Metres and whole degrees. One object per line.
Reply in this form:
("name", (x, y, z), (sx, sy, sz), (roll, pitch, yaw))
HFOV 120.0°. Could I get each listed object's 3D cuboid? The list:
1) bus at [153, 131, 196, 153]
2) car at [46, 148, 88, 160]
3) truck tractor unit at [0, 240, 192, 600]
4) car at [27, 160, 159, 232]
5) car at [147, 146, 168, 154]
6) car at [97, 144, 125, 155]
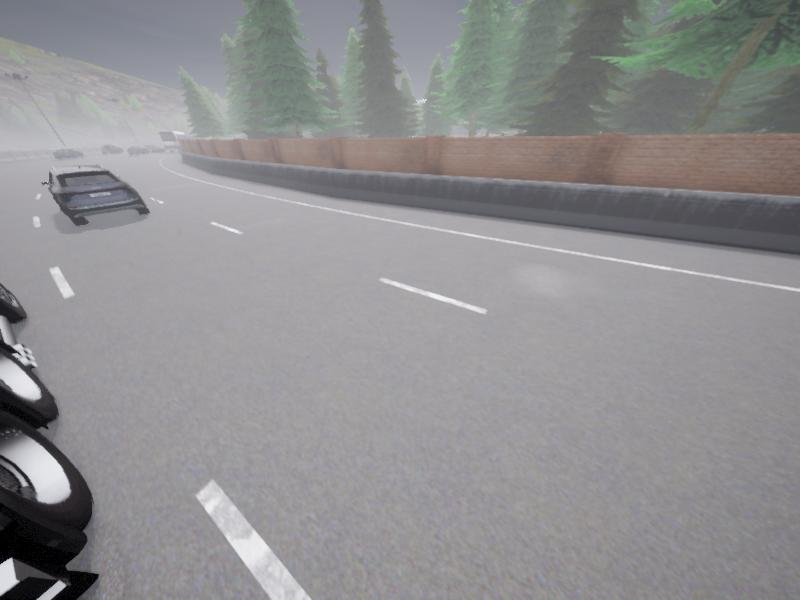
("bus", (-55.538, -39.253, 57.417), (3.944, 4.253, 10.273), (-14, 37, -20))
("car", (-53.451, -23.590, 37.281), (2.033, 1.411, 5.357), (-19, 39, -25))
("truck tractor unit", (-5.068, -0.340, 0.845), (6.516, 4.208, 3.053), (20, 39, 26))
("car", (-11.493, -4.115, 8.632), (4.856, 1.649, 2.033), (23, 42, 30))
("car", (-57.119, -35.414, 54.475), (1.895, 1.301, 4.718), (-14, 37, -20))
("car", (-62.285, -32.568, 49.896), (1.932, 1.855, 4.605), (-16, 38, -21))
